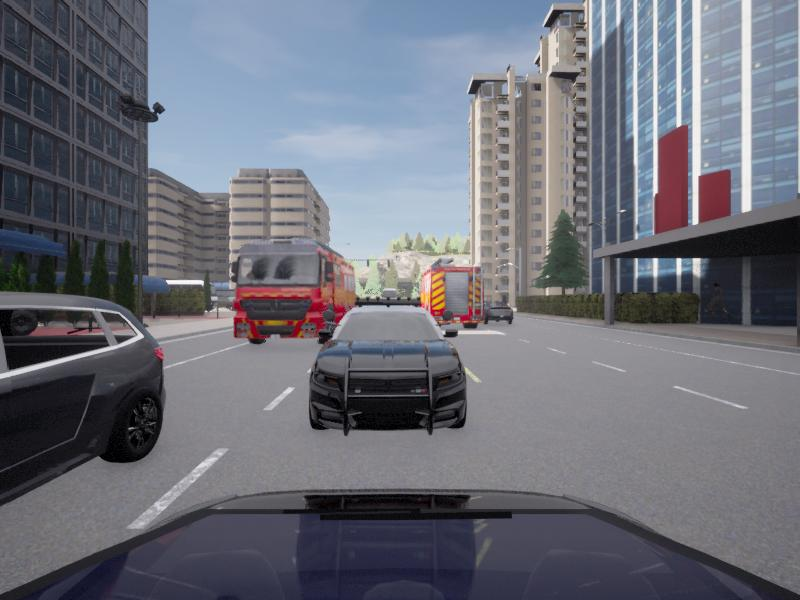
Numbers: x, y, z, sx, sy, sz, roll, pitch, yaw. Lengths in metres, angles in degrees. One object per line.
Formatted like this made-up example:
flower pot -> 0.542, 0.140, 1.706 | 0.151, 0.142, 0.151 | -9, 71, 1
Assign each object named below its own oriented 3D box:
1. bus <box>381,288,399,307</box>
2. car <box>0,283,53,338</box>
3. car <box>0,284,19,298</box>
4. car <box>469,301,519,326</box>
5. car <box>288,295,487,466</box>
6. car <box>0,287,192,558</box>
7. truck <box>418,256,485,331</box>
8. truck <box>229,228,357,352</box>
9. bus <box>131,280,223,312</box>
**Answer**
bus -> -2.261, -0.539, 93.438 | 3.944, 4.253, 10.273 | 0, 0, -1
car -> -17.017, 0.402, 14.472 | 2.390, 2.098, 6.274 | 0, 0, 29
car -> -16.357, -0.347, 15.659 | 1.750, 0.535, 1.642 | 0, 0, 29
car -> 6.286, 0.836, 27.390 | 2.128, 1.511, 4.902 | 0, 0, -2
car -> -0.189, 0.771, 6.483 | 1.930, 1.638, 5.238 | 0, 0, -2
car -> -3.586, 0.756, 2.516 | 2.242, 1.667, 4.611 | 0, 0, -1
truck -> 2.854, -0.321, 24.811 | 2.891, 3.827, 8.468 | 0, 0, -1
truck -> -3.800, -0.323, 16.701 | 2.891, 3.827, 8.468 | 0, 0, 1
bus -> -30.152, -0.534, 54.400 | 10.273, 4.253, 3.944 | 0, 0, -1
